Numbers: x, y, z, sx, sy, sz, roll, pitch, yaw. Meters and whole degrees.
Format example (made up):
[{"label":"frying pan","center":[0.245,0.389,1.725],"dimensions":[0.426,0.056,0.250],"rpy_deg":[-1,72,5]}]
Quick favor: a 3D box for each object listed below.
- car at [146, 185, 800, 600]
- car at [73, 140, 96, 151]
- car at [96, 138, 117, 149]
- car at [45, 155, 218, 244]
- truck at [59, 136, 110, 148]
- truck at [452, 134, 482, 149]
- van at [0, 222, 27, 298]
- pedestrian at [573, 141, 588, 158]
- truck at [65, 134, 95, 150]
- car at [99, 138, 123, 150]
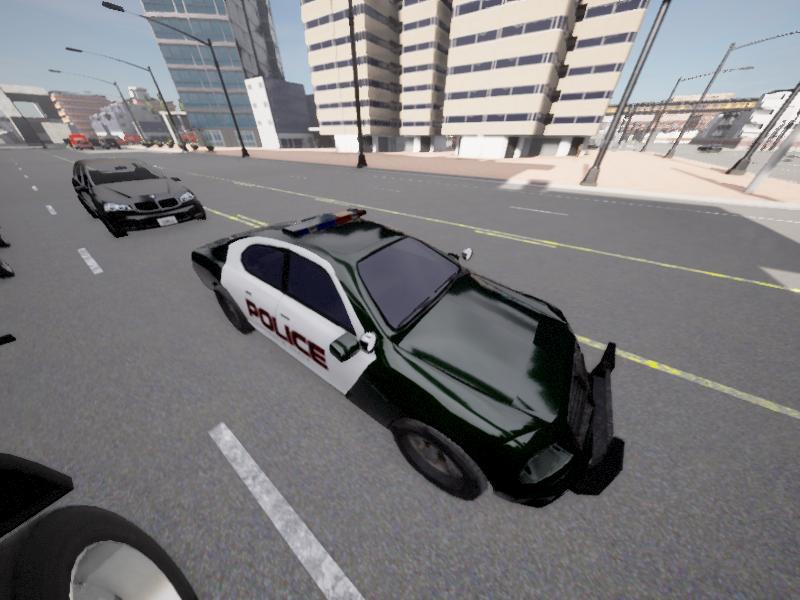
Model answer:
[{"label":"car","center":[-0.431,-0.119,2.745],"dimensions":[4.974,1.542,2.038],"rpy_deg":[22,41,28]},{"label":"car","center":[-58.646,-28.768,42.948],"dimensions":[3.988,1.617,1.851],"rpy_deg":[25,42,31]},{"label":"car","center":[-61.771,-32.992,48.623],"dimensions":[4.605,1.855,1.932],"rpy_deg":[27,43,33]},{"label":"car","center":[-8.328,-3.392,7.209],"dimensions":[4.611,1.667,2.242],"rpy_deg":[22,41,28]},{"label":"truck","center":[-72.037,-36.278,53.006],"dimensions":[2.390,2.098,6.274],"rpy_deg":[10,36,14]},{"label":"truck","center":[21.139,-50.152,73.292],"dimensions":[8.468,3.827,2.891],"rpy_deg":[20,40,27]},{"label":"van","center":[-8.921,-1.298,3.962],"dimensions":[4.442,1.987,1.775],"rpy_deg":[22,41,28]},{"label":"pedestrian","center":[24.911,-20.772,31.898],"dimensions":[0.751,1.860,0.751],"rpy_deg":[-25,42,-31]},{"label":"truck","center":[-64.621,-32.019,46.722],"dimensions":[5.204,2.467,2.627],"rpy_deg":[28,44,32]},{"label":"car","center":[-56.068,-30.296,44.843],"dimensions":[3.866,1.878,1.905],"rpy_deg":[25,42,31]}]
